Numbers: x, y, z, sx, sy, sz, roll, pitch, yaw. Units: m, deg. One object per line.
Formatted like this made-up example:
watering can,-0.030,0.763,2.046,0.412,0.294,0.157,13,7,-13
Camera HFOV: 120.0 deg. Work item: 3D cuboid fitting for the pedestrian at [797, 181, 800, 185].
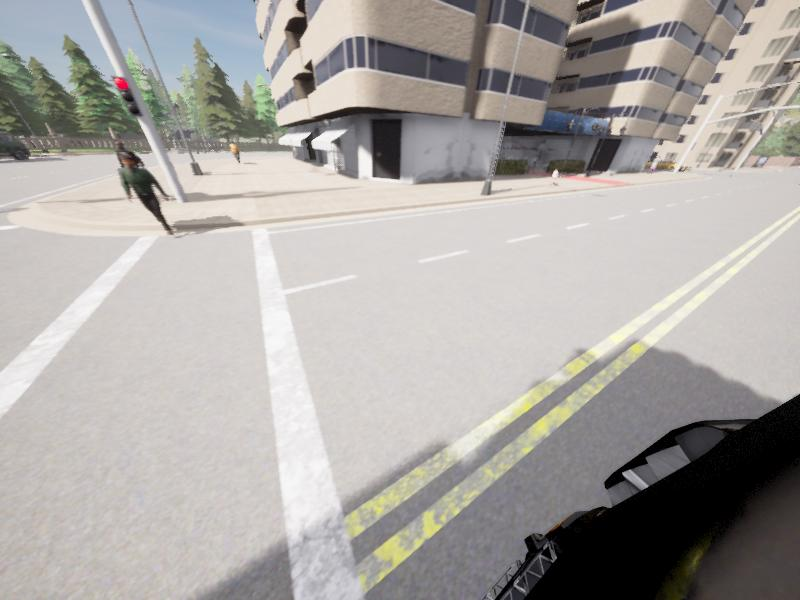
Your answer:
pedestrian,40.743,-12.360,22.735,0.751,1.860,0.751,30,43,35

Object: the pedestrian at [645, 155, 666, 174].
pedestrian,30.521,-16.186,27.591,0.751,1.860,0.751,-10,36,-17

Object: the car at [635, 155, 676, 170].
car,43.117,-23.260,39.062,1.905,1.878,3.866,-17,38,-26

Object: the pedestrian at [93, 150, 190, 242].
pedestrian,-5.997,-2.471,5.535,0.751,1.860,0.751,-18,39,-27

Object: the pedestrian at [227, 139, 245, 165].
pedestrian,-14.476,-13.031,20.400,0.751,1.860,0.751,-18,39,-27

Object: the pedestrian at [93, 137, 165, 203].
pedestrian,-9.060,-4.388,7.845,0.751,1.860,0.751,-18,39,-26

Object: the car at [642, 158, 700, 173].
car,41.392,-20.718,35.470,1.801,1.575,5.366,-14,37,-22

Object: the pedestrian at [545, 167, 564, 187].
pedestrian,10.110,-8.070,15.123,0.500,1.100,0.500,-16,38,-25

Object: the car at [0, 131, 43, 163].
car,-32.179,-11.603,17.463,2.150,2.045,5.566,-5,34,-10
